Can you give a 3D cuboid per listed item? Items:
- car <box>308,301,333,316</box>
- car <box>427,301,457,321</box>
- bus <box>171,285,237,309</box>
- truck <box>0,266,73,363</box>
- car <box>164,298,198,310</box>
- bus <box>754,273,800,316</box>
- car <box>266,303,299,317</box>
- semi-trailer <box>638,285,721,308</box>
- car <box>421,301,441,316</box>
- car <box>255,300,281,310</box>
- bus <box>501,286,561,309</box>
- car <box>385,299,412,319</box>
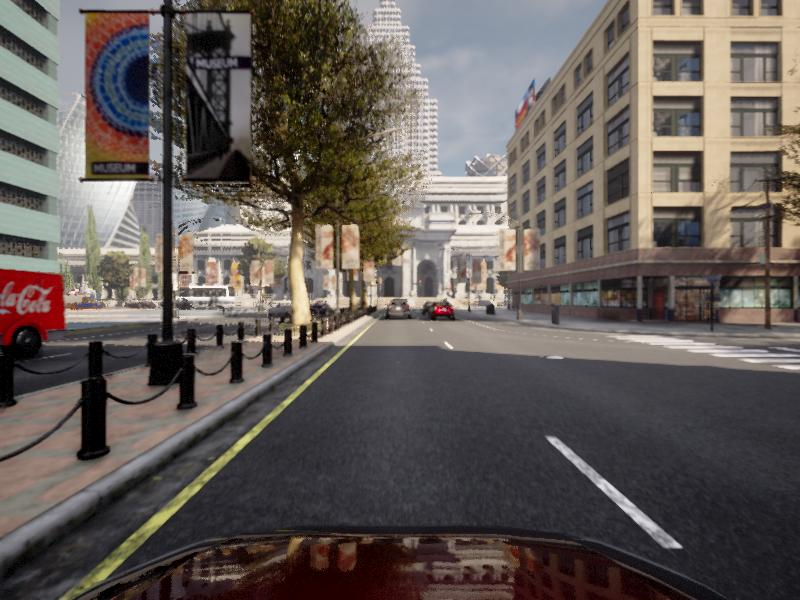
[{"bbox_3d":[-8.150,0.839,41.109,1.845,1.501,3.633,0,0,0],"label":"car"},{"bbox_3d":[3.383,0.838,32.965,2.007,1.525,4.514,0,0,0],"label":"car"},{"bbox_3d":[-36.062,-0.518,73.855,10.273,4.253,3.944,0,0,0],"label":"bus"},{"bbox_3d":[-11.457,0.367,9.805,2.627,2.467,5.204,0,-1,0],"label":"truck"},{"bbox_3d":[-36.682,0.670,66.971,4.605,1.855,1.932,0,0,0],"label":"car"},{"bbox_3d":[41.448,-0.533,39.363,3.944,4.253,10.273,0,1,0],"label":"bus"},{"bbox_3d":[-11.643,0.955,39.897,1.895,1.301,4.718,0,0,0],"label":"car"},{"bbox_3d":[54.488,-0.600,78.186,14.254,4.402,2.717,0,0,0],"label":"semi-trailer"},{"bbox_3d":[3.297,0.882,43.073,1.812,1.442,4.674,0,0,0],"label":"car"},{"bbox_3d":[-22.055,0.829,66.771,3.633,1.501,1.845,0,0,8],"label":"car"},{"bbox_3d":[25.183,-0.517,77.354,10.273,4.253,3.944,-1,0,0],"label":"bus"},{"bbox_3d":[-0.131,0.766,35.954,2.242,1.667,4.611,0,0,0],"label":"car"}]
